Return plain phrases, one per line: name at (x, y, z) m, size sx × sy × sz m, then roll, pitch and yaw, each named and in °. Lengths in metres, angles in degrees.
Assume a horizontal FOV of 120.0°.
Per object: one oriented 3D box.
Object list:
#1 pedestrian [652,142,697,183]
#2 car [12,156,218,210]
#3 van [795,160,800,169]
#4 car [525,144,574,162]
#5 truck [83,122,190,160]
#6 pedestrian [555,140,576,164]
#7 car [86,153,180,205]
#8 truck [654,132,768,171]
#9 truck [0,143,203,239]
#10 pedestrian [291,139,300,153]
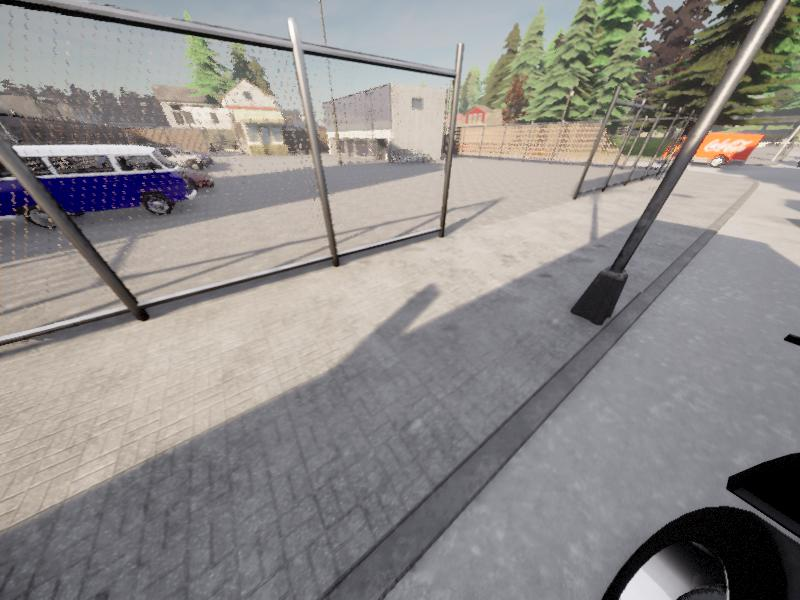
pedestrian at (14.971, -7.542, 12.650) m, size 0.751 × 1.860 × 0.751 m, roll -22°, pitch 41°, yaw -28°
car at (-11.605, -5.346, 10.206) m, size 5.357 × 1.415 × 2.033 m, roll -22°, pitch 41°, yaw -28°
van at (36.539, -12.758, 19.550) m, size 5.915 × 2.561 × 1.988 m, roll -23°, pitch 41°, yaw -27°
car at (16.992, -16.915, 26.487) m, size 1.816 × 1.474 × 4.193 m, roll -22°, pitch 41°, yaw -28°
truck at (-35.133, -21.657, 31.477) m, size 2.891 × 3.827 × 8.468 m, roll 22°, pitch 41°, yaw 28°
pedestrian at (15.076, -13.532, 21.135) m, size 0.751 × 1.860 × 0.751 m, roll -22°, pitch 41°, yaw -28°
car at (-11.604, -5.564, 10.392) m, size 1.789 × 1.547 × 3.705 m, roll -22°, pitch 41°, yaw -28°
truck at (26.786, -13.098, 20.206) m, size 2.627 × 2.467 × 5.204 m, roll -23°, pitch 43°, yaw -29°
truck at (-9.471, -3.680, 7.294) m, size 4.478 × 2.038 × 2.069 m, roll -22°, pitch 41°, yaw -28°
pedestrian at (-16.866, -24.864, 37.396) m, size 0.751 × 1.860 × 0.751 m, roll -20°, pitch 40°, yaw -26°
